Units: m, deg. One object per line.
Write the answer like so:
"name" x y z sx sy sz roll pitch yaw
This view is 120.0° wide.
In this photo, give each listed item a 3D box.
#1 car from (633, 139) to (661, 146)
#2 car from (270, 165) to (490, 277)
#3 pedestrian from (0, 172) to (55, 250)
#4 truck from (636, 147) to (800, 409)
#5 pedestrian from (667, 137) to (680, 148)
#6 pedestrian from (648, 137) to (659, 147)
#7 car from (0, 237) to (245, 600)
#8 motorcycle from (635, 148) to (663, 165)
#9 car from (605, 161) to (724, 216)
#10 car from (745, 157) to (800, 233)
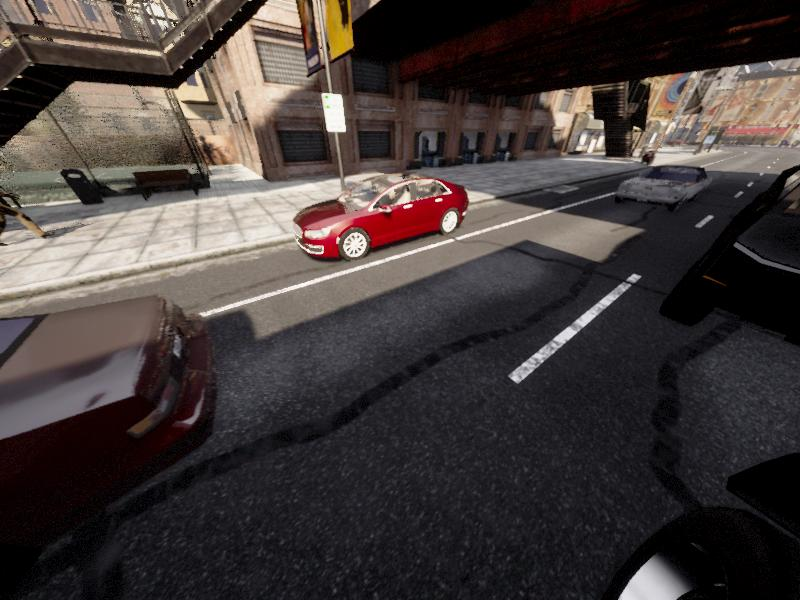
"car" 70.314 -44.927 65.868 1.801 1.575 5.366 -8 36 -11
"car" -0.281 -2.425 6.044 4.892 1.521 2.231 -22 41 -28
"pedestrian" -9.283 -2.231 5.258 0.751 1.860 0.751 27 44 33
"truck" 6.547 -0.853 3.299 6.274 2.098 2.390 -22 40 -28
"pedestrian" 56.922 -32.701 48.012 0.751 1.860 0.751 9 36 14
"pedestrian" 58.613 -36.582 53.518 0.751 1.860 0.751 6 36 9
"car" -4.055 1.280 0.929 5.357 1.411 2.033 -22 41 -28
"motorcycle" 22.167 -12.835 20.637 0.856 1.236 1.805 15 38 20
"car" 10.664 -4.628 9.288 4.718 1.301 1.895 -22 40 -27
"car" 13.362 -3.405 7.224 5.238 1.638 1.930 -22 40 -27
